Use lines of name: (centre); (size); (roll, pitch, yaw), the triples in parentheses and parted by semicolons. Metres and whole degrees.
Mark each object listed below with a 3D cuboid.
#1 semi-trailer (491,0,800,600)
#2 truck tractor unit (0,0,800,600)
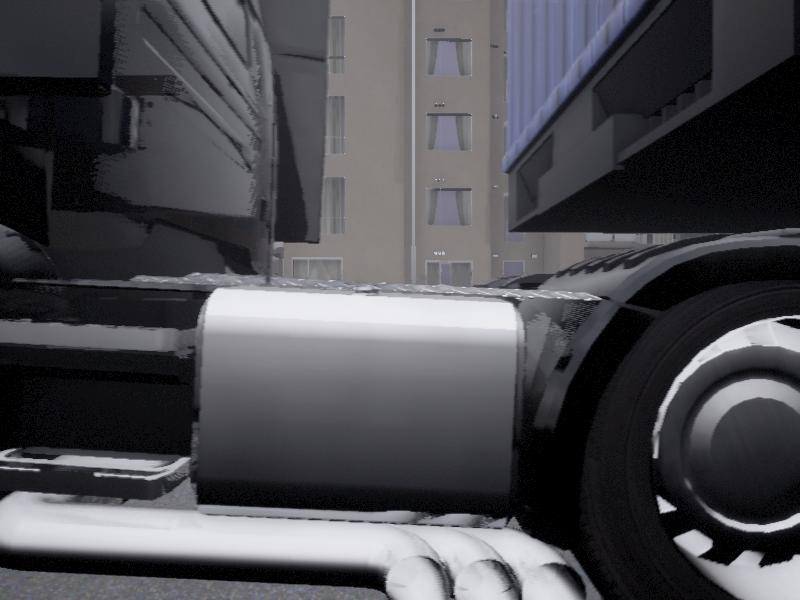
semi-trailer: (7.938, -1.216, 2.213); (14.254, 4.402, 2.717); (0, 0, 0)
truck tractor unit: (0.024, -1.119, 2.193); (6.516, 4.208, 3.053); (0, 0, 0)
